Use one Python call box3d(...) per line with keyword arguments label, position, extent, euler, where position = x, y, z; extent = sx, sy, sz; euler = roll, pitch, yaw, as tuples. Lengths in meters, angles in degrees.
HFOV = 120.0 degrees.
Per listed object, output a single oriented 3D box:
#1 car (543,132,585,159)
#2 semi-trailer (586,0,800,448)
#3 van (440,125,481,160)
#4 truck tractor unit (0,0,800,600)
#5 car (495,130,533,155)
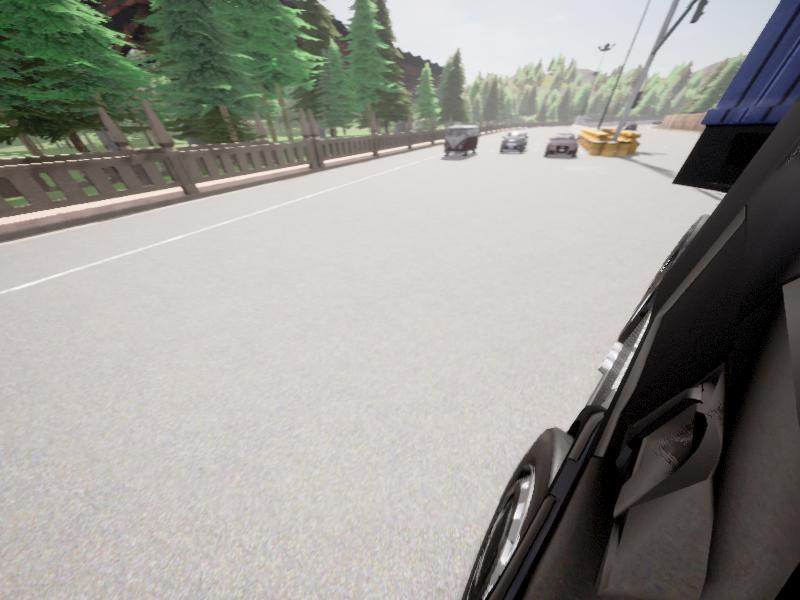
box3d(label="car", position=(12.041, -11.558, 17.189), extent=(1.994, 1.385, 4.181), euler=(17, 41, 22))
box3d(label="semi-trailer", position=(10.036, -1.858, 1.979), extent=(14.254, 4.402, 2.717), euler=(-7, 37, -7))
box3d(label="van", position=(4.814, -12.452, 18.100), extent=(1.775, 1.987, 4.442), euler=(16, 41, 22))
box3d(label="truck tractor unit", position=(2.645, -0.295, 0.351), extent=(6.516, 4.208, 3.053), euler=(-28, 44, -30))
box3d(label="car", position=(10.008, -13.820, 20.110), extent=(2.128, 1.511, 4.902), euler=(17, 41, 22))
